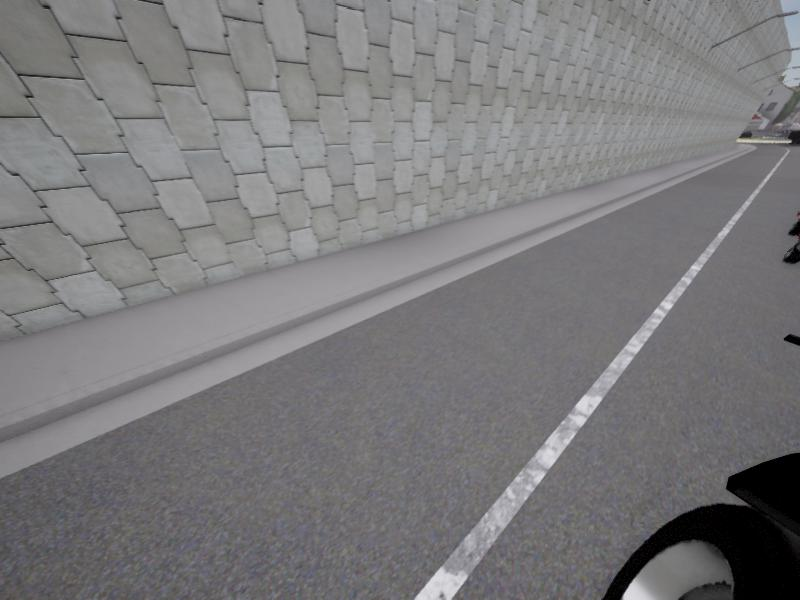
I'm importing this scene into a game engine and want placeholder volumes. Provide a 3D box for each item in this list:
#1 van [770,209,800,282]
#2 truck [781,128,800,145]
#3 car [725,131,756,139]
[{"bbox_3d":[9.226,-1.629,4.165,4.442,1.987,1.775,-23,41,-28],"label":"van"},{"bbox_3d":[61.686,-23.689,33.382,2.390,2.098,6.274,-13,37,-16],"label":"truck"},{"bbox_3d":[81.927,-39.616,55.568,4.193,1.474,1.816,-3,36,-2],"label":"car"}]
